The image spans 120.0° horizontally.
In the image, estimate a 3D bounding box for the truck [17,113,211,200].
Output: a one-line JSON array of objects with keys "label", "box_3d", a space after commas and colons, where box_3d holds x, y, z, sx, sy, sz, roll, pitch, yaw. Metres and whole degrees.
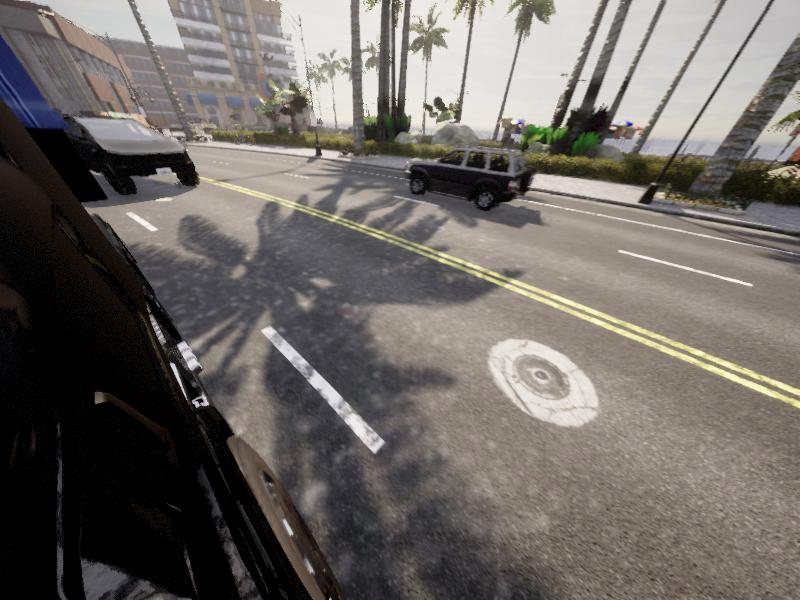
[{"label": "truck", "box_3d": [-10.777, -5.651, 8.827, 6.274, 2.098, 2.390, 20, 40, 21]}]

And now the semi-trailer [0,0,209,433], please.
[{"label": "semi-trailer", "box_3d": [-9.160, -3.235, 3.723, 14.254, 4.402, 2.717, 22, 41, 24]}]

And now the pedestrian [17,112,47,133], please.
[{"label": "pedestrian", "box_3d": [-40.939, -19.728, 25.721, 0.751, 1.860, 0.751, 2, 37, 0]}]

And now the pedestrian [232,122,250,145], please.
[{"label": "pedestrian", "box_3d": [-16.556, -17.330, 24.092, 0.751, 1.860, 0.751, 14, 38, 14]}]

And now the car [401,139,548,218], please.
[{"label": "car", "box_3d": [2.448, -4.755, 8.677, 4.605, 1.855, 1.932, 28, 43, 30]}]

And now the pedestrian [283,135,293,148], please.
[{"label": "pedestrian", "box_3d": [-11.231, -15.889, 23.139, 0.500, 1.100, 0.500, 12, 38, 13]}]

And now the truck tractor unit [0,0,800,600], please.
[{"label": "truck tractor unit", "box_3d": [-2.645, -0.295, 0.351, 6.516, 4.208, 3.053, 28, 44, 30]}]

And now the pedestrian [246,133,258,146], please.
[{"label": "pedestrian", "box_3d": [-15.024, -16.304, 23.449, 0.500, 1.100, 0.500, 19, 40, 21]}]
